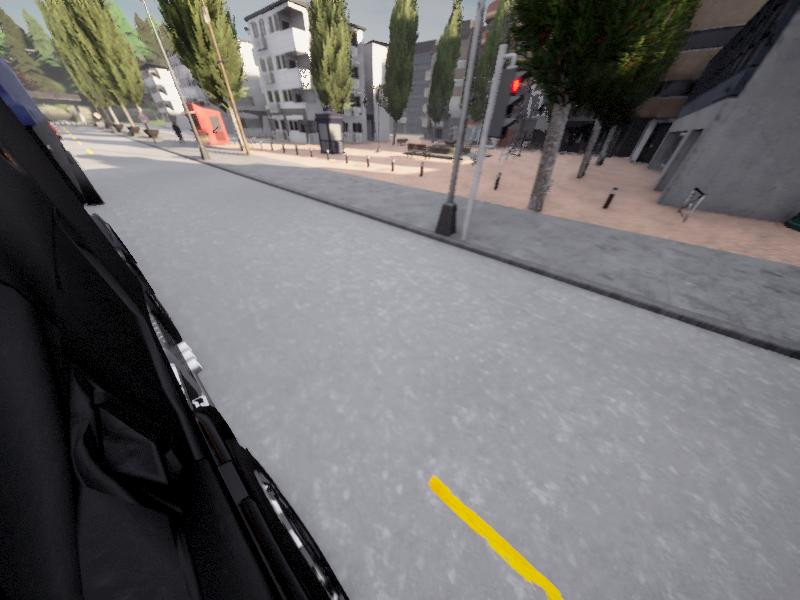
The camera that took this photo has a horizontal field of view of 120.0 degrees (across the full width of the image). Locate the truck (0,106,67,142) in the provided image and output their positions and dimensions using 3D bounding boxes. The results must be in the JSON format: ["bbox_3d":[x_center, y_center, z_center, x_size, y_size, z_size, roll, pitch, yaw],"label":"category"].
[{"bbox_3d":[-34.378,-16.452,21.610,5.204,2.467,2.627,28,44,30],"label":"truck"}]

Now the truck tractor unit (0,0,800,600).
[{"bbox_3d":[-2.645,-0.295,0.352,6.516,4.208,3.053,28,44,30],"label":"truck tractor unit"}]

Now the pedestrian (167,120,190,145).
[{"bbox_3d":[-20.369,-15.411,21.265,0.751,1.860,0.751,27,43,29],"label":"pedestrian"}]

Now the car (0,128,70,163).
[{"bbox_3d":[-21.244,-9.012,13.336,4.181,1.385,1.994,28,44,30],"label":"car"}]

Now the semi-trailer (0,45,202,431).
[{"bbox_3d":[-8.706,-3.583,4.244,14.254,4.402,2.717,28,44,30],"label":"semi-trailer"}]

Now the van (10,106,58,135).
[{"bbox_3d":[-44.790,-22.035,28.418,5.915,2.561,1.988,28,44,30],"label":"van"}]
